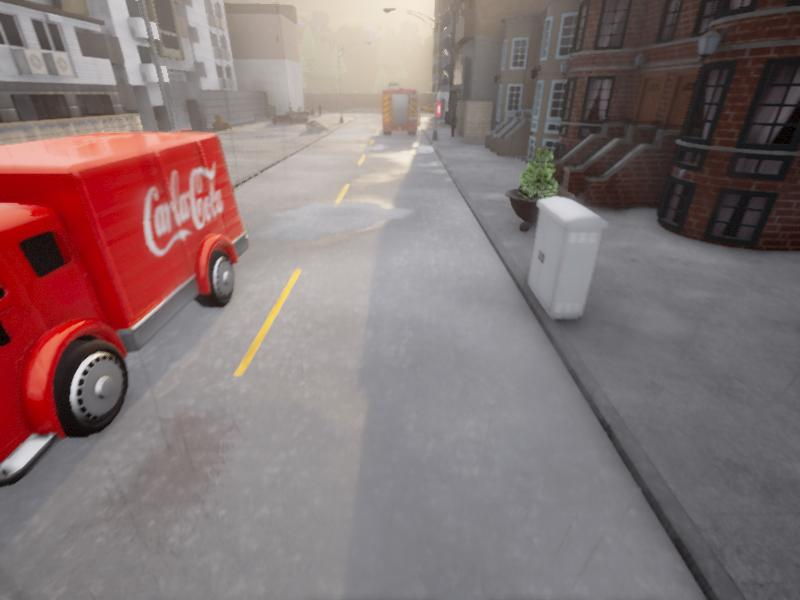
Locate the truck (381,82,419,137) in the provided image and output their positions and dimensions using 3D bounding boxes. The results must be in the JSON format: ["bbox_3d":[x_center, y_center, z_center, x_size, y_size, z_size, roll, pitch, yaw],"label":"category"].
[{"bbox_3d":[-0.009,-16.613,34.743,2.891,3.827,8.468,0,27,0],"label":"truck"}]

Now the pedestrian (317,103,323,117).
[{"bbox_3d":[-11.433,-27.187,57.198,0.751,1.860,0.751,-5,28,-9],"label":"pedestrian"}]

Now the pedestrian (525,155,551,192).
[{"bbox_3d":[4.594,-4.220,13.345,0.500,1.100,0.500,-1,27,-3],"label":"pedestrian"}]

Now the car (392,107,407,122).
[{"bbox_3d":[-0.022,-23.995,51.649,1.837,1.490,4.892,0,27,0],"label":"car"}]

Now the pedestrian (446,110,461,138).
[{"bbox_3d":[3.971,-13.131,29.844,0.751,1.860,0.751,-5,28,-10],"label":"pedestrian"}]

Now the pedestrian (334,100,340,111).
[{"bbox_3d":[-12.042,-37.035,76.318,0.751,1.860,0.751,-16,31,-28],"label":"pedestrian"}]

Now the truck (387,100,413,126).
[{"bbox_3d":[-0.019,-20.701,44.176,2.627,2.467,5.204,0,27,0],"label":"truck"}]

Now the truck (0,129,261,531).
[{"bbox_3d":[-3.998,-0.499,4.860,2.627,2.467,5.204,0,28,0],"label":"truck"}]

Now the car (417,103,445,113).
[{"bbox_3d":[5.676,-35.191,73.380,5.008,1.535,1.882,0,27,0],"label":"car"}]
